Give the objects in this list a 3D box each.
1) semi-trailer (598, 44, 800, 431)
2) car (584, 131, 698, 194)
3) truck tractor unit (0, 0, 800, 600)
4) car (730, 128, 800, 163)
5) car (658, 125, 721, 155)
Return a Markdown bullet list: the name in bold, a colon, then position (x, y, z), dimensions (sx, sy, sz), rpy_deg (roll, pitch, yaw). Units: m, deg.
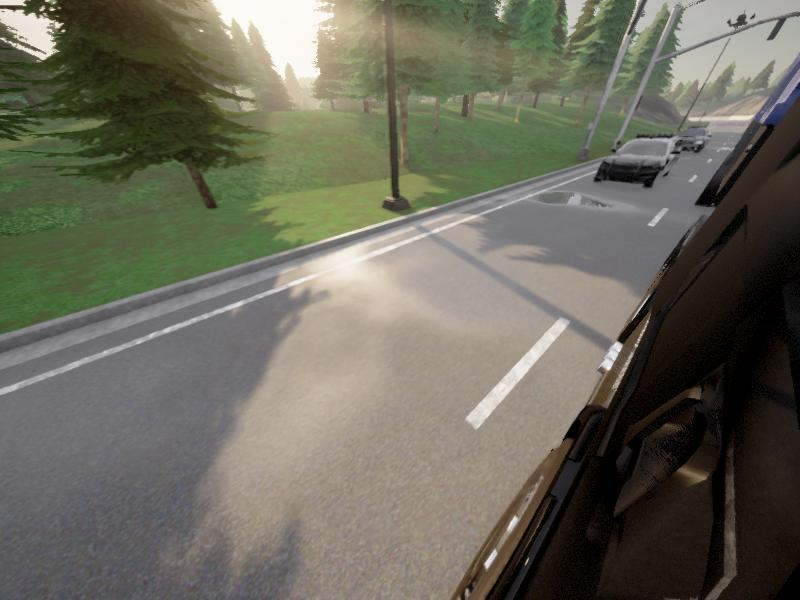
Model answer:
- **semi-trailer**: position (8.702, -3.576, 4.260), dimensions (14.254, 4.402, 2.717), rpy_deg (-28, 44, -30)
- **car**: position (10.112, -5.935, 9.646), dimensions (5.238, 1.638, 1.930), rpy_deg (-28, 44, -30)
- **truck tractor unit**: position (2.645, -0.295, 0.351), dimensions (6.516, 4.208, 3.053), rpy_deg (-28, 44, -30)
- **car**: position (21.703, -9.211, 13.661), dimensions (4.181, 1.385, 1.994), rpy_deg (-28, 44, -30)
- **car**: position (21.524, -11.935, 17.154), dimensions (4.974, 1.542, 2.038), rpy_deg (-28, 44, -30)
